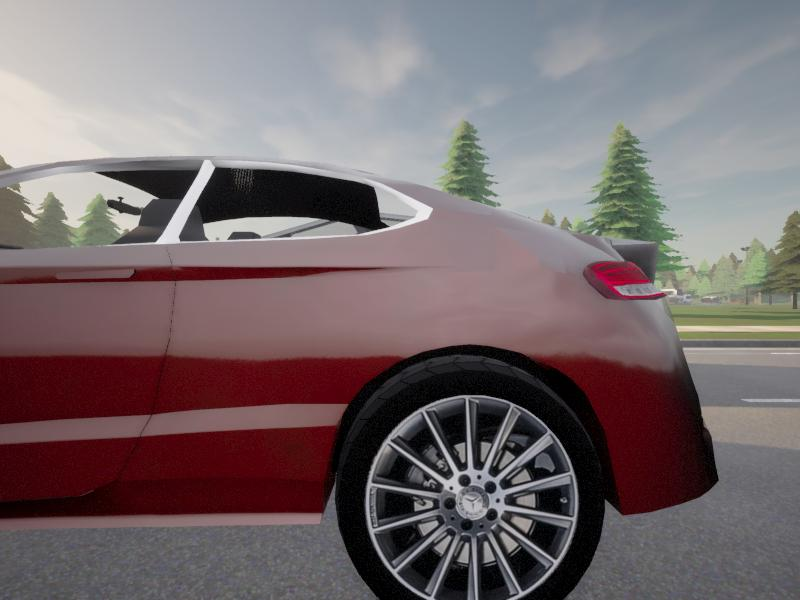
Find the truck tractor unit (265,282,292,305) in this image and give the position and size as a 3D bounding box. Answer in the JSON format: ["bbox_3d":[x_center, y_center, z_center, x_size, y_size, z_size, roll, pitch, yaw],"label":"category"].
[{"bbox_3d":[-22.683,-1.145,75.118,3.053,4.208,6.516,0,0,1],"label":"truck tractor unit"}]

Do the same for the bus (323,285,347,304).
[{"bbox_3d":[-15.321,-1.144,95.558,3.944,4.253,10.273,0,0,1],"label":"bus"}]

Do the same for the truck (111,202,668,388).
[{"bbox_3d":[-0.117,-0.058,5.701,6.274,2.098,2.390,0,0,0],"label":"truck"}]

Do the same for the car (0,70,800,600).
[{"bbox_3d":[-1.307,0.179,2.200,5.027,1.651,2.152,0,0,0],"label":"car"}]

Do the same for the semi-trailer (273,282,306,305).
[{"bbox_3d":[-22.599,-1.239,83.035,2.717,4.402,14.254,0,0,1],"label":"semi-trailer"}]
